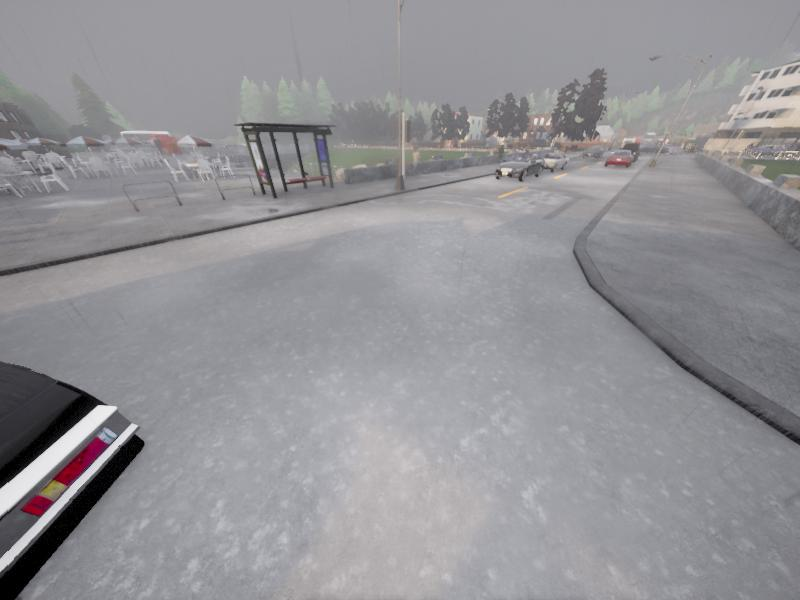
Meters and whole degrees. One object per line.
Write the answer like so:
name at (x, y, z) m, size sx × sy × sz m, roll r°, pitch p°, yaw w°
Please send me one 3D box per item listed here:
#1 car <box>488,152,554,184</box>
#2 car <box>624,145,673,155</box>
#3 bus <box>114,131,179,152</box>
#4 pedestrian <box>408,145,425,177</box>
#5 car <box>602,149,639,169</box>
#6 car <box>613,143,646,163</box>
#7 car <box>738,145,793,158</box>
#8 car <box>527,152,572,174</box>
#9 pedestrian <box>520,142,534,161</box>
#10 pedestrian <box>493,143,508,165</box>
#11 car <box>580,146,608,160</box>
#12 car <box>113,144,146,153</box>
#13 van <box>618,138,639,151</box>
car at (8.426, -9.293, 16.024) m, size 2.128 × 1.511 × 4.902 m, roll 29°, pitch 44°, yaw 35°
car at (43.085, -26.186, 40.246) m, size 5.357 × 1.411 × 2.033 m, roll 11°, pitch 36°, yaw 16°
bus at (-65.101, -40.959, 59.674) m, size 3.944 × 4.253 × 10.273 m, roll 29°, pitch 44°, yaw 35°
pedestrian at (1.130, -9.595, 15.973) m, size 0.751 × 1.860 × 0.751 m, roll 28°, pitch 44°, yaw 35°
car at (22.023, -14.123, 23.023) m, size 1.994 × 1.385 × 4.181 m, roll 27°, pitch 43°, yaw 33°
car at (26.955, -17.298, 27.108) m, size 1.905 × 1.878 × 3.866 m, roll 29°, pitch 44°, yaw 35°
car at (53.186, -21.780, 33.766) m, size 3.806 × 1.475 × 1.970 m, roll 29°, pitch 44°, yaw 35°
car at (13.166, -12.114, 20.247) m, size 1.895 × 1.301 × 4.718 m, roll 29°, pitch 44°, yaw 35°
pedestrian at (15.495, -18.163, 28.225) m, size 0.751 × 1.860 × 0.751 m, roll 28°, pitch 44°, yaw 35°
pedestrian at (10.184, -14.766, 23.366) m, size 0.751 × 1.860 × 0.751 m, roll -29°, pitch 44°, yaw -35°
car at (26.665, -20.260, 31.724) m, size 1.837 × 1.490 × 4.892 m, roll 29°, pitch 44°, yaw 35°
car at (-65.165, -36.625, 55.772) m, size 2.038 × 1.542 × 4.974 m, roll 29°, pitch 44°, yaw 35°
van at (54.951, -37.539, 55.621) m, size 2.351 × 2.431 × 6.366 m, roll 29°, pitch 44°, yaw 35°
